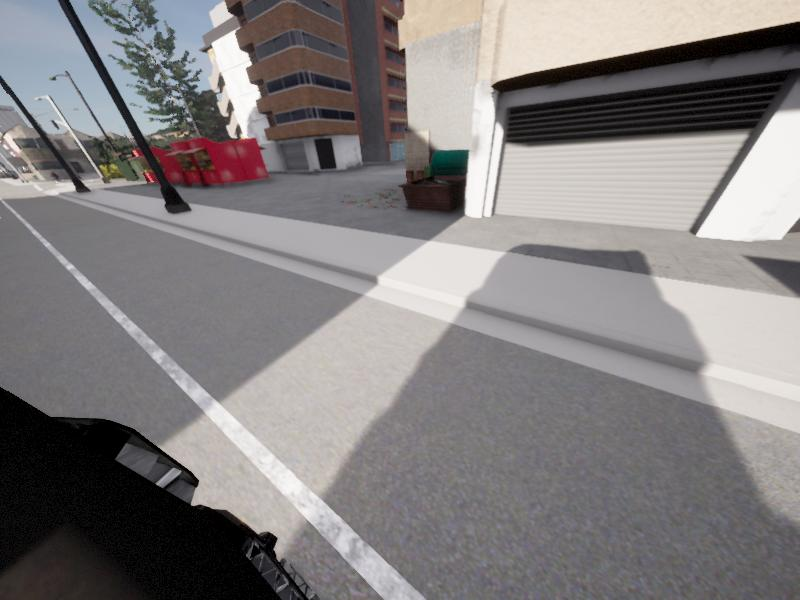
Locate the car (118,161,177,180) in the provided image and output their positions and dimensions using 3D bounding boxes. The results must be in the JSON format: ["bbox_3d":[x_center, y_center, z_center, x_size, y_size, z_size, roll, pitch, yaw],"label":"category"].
[{"bbox_3d":[-39.044,-20.172,35.936,2.150,2.045,5.566,17,38,28],"label":"car"}]

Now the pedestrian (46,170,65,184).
[{"bbox_3d":[-55.496,-19.812,37.224,0.751,1.860,0.751,12,36,23],"label":"pedestrian"}]
